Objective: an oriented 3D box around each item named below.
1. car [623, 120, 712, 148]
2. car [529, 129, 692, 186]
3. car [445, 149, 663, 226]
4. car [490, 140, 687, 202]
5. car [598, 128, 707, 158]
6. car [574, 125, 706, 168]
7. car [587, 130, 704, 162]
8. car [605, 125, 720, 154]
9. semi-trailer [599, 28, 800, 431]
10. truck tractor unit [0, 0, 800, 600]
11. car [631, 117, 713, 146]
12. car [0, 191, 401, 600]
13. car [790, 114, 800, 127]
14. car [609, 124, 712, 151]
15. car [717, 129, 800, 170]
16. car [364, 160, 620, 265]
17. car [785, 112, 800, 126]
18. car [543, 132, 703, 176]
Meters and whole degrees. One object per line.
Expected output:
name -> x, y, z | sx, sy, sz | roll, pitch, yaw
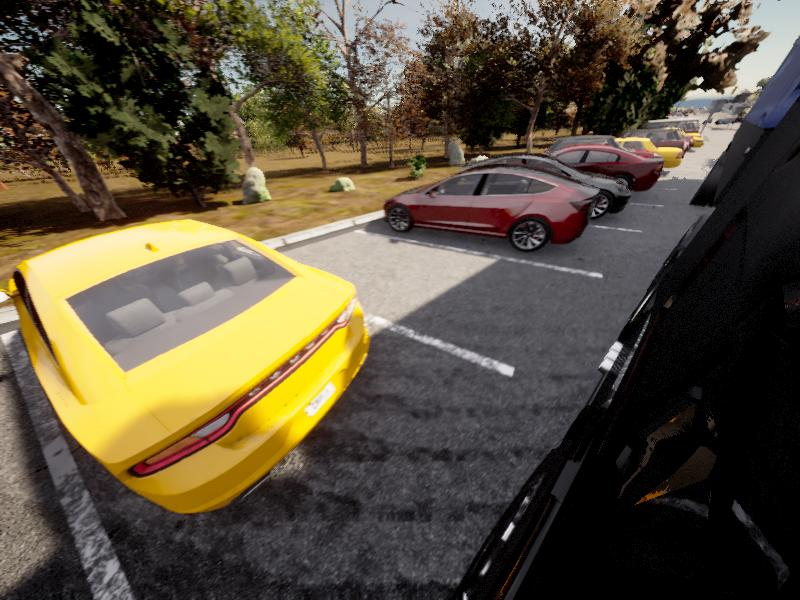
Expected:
car -> 23.867, -14.996, 20.958 | 4.553, 1.767, 2.185 | 14, 40, 23
car -> 8.525, -6.233, 10.088 | 4.553, 1.767, 2.185 | 16, 40, 25
car -> 4.114, -3.650, 7.136 | 4.792, 1.488, 2.163 | 16, 40, 25
car -> 6.329, -4.894, 8.627 | 5.008, 1.535, 2.097 | 16, 40, 25
car -> 17.366, -11.062, 16.332 | 4.674, 1.452, 2.002 | 15, 40, 24
car -> 13.004, -8.687, 13.118 | 4.553, 1.767, 2.185 | 15, 40, 24
car -> 15.184, -9.807, 14.774 | 4.674, 1.452, 2.002 | 15, 40, 24
car -> 19.701, -12.321, 17.807 | 5.366, 1.575, 1.946 | 15, 39, 23
semi-trailer -> 8.634, -3.629, 4.316 | 14.254, 4.402, 2.717 | -29, 44, -31
truck tractor unit -> 2.645, -0.295, 0.351 | 6.516, 4.208, 3.053 | -28, 44, -30
car -> 26.074, -16.345, 22.470 | 4.442, 1.987, 1.878 | 14, 39, 23
car -> -2.711, -0.066, 2.678 | 5.008, 1.535, 2.097 | 17, 41, 26
car -> 72.079, -30.656, 39.030 | 5.566, 2.045, 2.435 | 11, 39, 17
car -> 21.530, -13.672, 19.528 | 5.366, 1.575, 1.946 | 14, 40, 23
car -> 18.540, -7.855, 11.962 | 4.181, 1.385, 1.994 | -29, 44, -31
car -> 1.797, -2.452, 5.665 | 4.792, 1.488, 2.163 | 17, 41, 25
car -> 74.096, -32.070, 40.805 | 5.566, 2.045, 2.435 | 11, 39, 17
car -> 10.611, -7.400, 11.743 | 5.366, 1.575, 1.946 | 16, 40, 25
